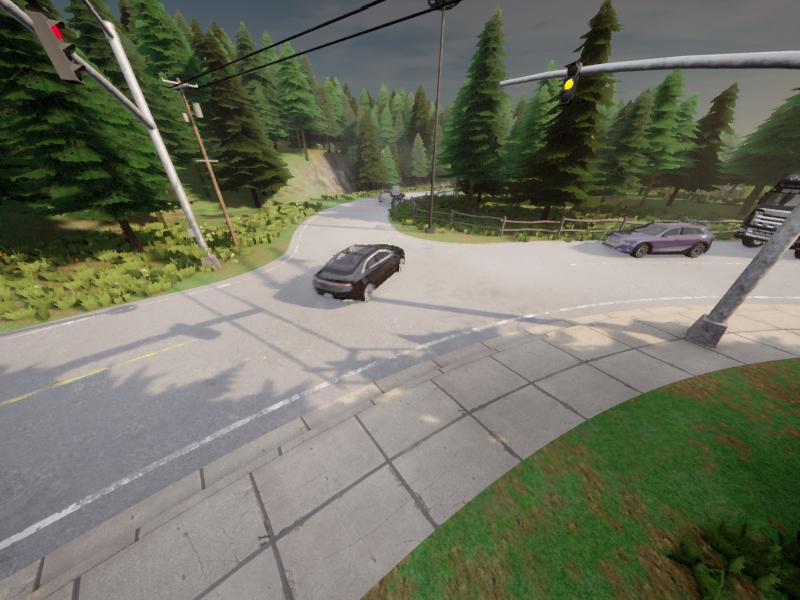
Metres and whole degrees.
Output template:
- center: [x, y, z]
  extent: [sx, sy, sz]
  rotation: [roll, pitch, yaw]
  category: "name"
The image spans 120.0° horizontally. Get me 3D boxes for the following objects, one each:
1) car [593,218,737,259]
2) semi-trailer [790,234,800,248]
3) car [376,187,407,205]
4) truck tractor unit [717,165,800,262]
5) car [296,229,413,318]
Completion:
- center: [13.963, -3.365, 12.511]
  extent: [4.856, 1.649, 2.033]
  rotation: [0, 30, 0]
  category: "car"
- center: [30.634, -4.395, 11.504]
  extent: [14.254, 4.402, 2.717]
  rotation: [1, 30, 1]
  category: "semi-trailer"
- center: [-1.020, -14.109, 31.179]
  extent: [2.152, 1.651, 5.027]
  rotation: [12, 32, 20]
  category: "car"
- center: [22.724, -4.415, 11.744]
  extent: [6.516, 4.208, 3.053]
  rotation: [1, 30, 1]
  category: "truck tractor unit"
- center: [-1.365, -1.437, 9.318]
  extent: [2.128, 1.511, 4.902]
  rotation: [13, 32, 20]
  category: "car"
